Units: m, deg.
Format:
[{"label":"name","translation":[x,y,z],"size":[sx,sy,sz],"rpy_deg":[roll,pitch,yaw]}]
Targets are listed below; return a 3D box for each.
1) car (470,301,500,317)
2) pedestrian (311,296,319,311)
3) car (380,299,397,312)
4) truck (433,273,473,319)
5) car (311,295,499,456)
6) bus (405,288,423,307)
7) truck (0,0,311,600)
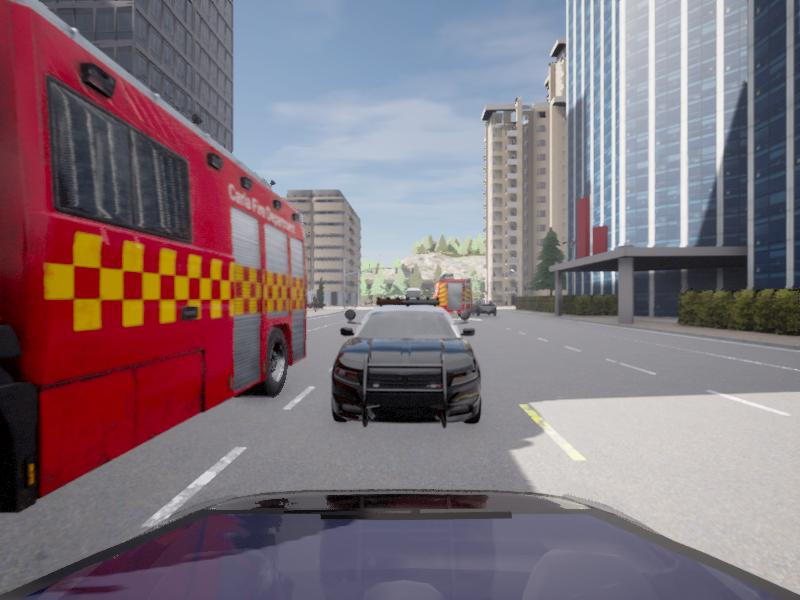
[{"label":"car","translation":[8.318,0.812,39.695],"size":[2.128,1.511,4.902],"rpy_deg":[0,0,2]},{"label":"pedestrian","translation":[-10.420,0.454,49.189],"size":[0.751,1.860,0.751],"rpy_deg":[0,0,4]},{"label":"car","translation":[-1.591,0.743,56.367],"size":[2.033,1.649,4.856],"rpy_deg":[0,0,2]},{"label":"truck","translation":[4.735,-0.343,37.330],"size":[2.891,3.827,8.468],"rpy_deg":[0,0,2]},{"label":"car","translation":[0.134,0.767,6.717],"size":[1.930,1.638,5.238],"rpy_deg":[0,0,2]},{"label":"bus","translation":[3.338,-0.595,92.838],"size":[3.944,4.253,10.273],"rpy_deg":[0,0,2]},{"label":"truck","translation":[-3.462,-0.324,4.207],"size":[2.891,3.827,8.468],"rpy_deg":[0,0,2]}]
